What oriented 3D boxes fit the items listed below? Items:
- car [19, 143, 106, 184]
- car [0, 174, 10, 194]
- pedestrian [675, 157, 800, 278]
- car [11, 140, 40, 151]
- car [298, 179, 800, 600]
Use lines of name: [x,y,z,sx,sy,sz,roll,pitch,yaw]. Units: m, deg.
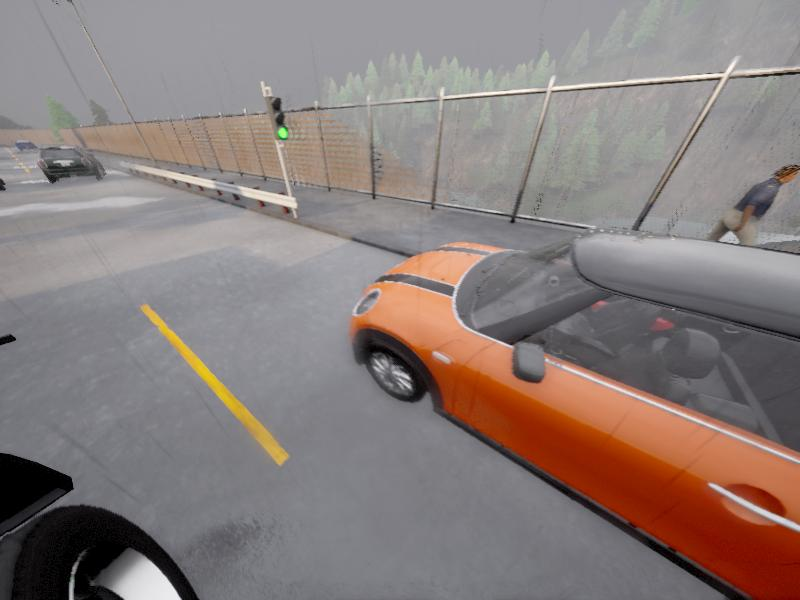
car: [-20.280,-8.497,14.202,2.097,1.767,4.553,-30,45,-35]
car: [-21.015,-6.109,10.943,5.238,1.638,1.930,22,41,28]
pedestrian: [6.281,-1.475,4.220,0.751,1.860,0.751,21,40,26]
car: [-63.287,-26.136,39.020,5.008,1.535,1.882,22,41,28]
car: [1.657,0.293,1.949,4.553,1.767,2.097,22,41,28]
